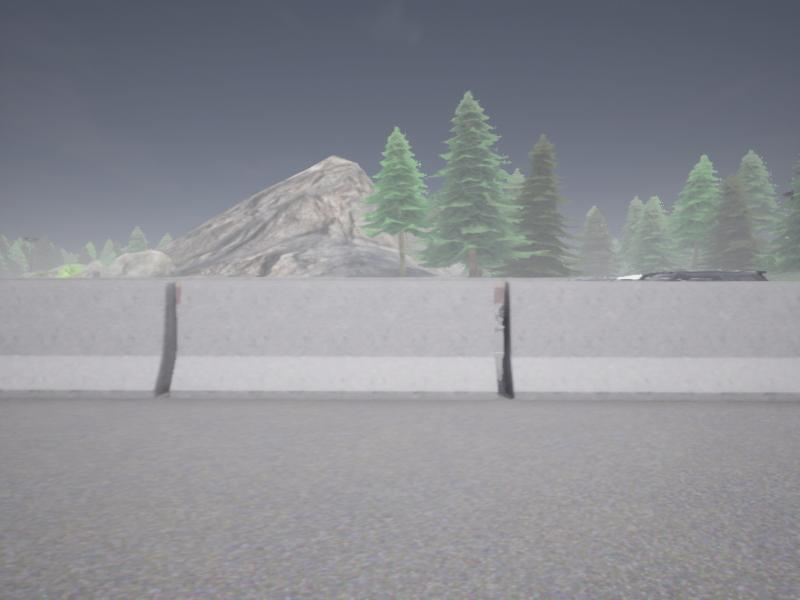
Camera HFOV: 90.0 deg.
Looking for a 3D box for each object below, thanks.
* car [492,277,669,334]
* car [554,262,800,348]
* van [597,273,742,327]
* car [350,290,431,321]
[{"bbox_3d":[5.473,0.162,12.703,4.611,1.667,2.242,0,0,0],"label":"car"},{"bbox_3d":[6.218,0.101,9.202,4.553,1.767,2.097,0,0,0],"label":"car"},{"bbox_3d":[10.722,-0.016,16.204,4.480,2.038,2.069,0,0,0],"label":"van"},{"bbox_3d":[-0.441,0.252,19.701,3.806,1.475,1.970,0,0,0],"label":"car"}]
